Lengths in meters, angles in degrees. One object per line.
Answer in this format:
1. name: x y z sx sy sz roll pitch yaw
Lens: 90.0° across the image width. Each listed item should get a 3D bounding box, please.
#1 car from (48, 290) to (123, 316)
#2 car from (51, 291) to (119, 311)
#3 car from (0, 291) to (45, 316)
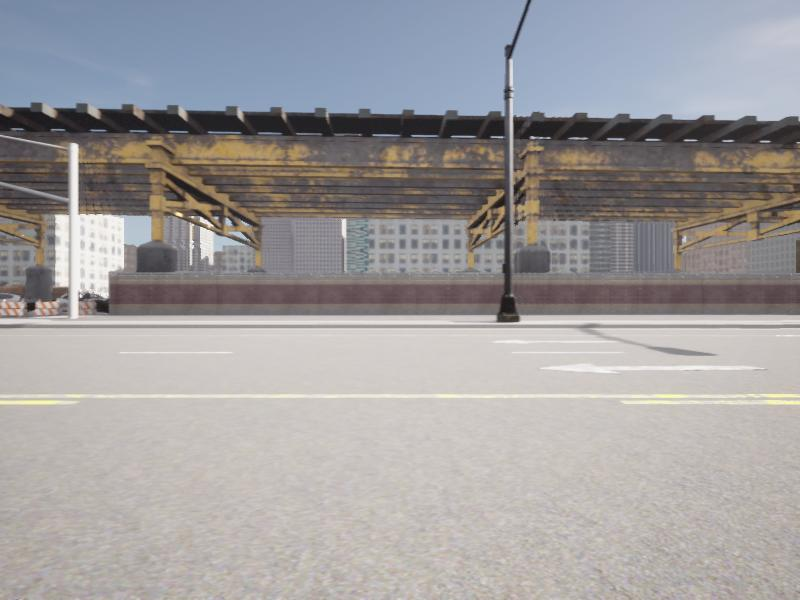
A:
1. car: -20.410 0.201 25.934 4.974 1.542 2.038 0 0 29
2. car: -20.456 0.043 25.959 4.536 1.218 1.853 0 0 29
3. car: -25.777 0.202 25.144 4.974 1.542 2.038 0 0 -36
